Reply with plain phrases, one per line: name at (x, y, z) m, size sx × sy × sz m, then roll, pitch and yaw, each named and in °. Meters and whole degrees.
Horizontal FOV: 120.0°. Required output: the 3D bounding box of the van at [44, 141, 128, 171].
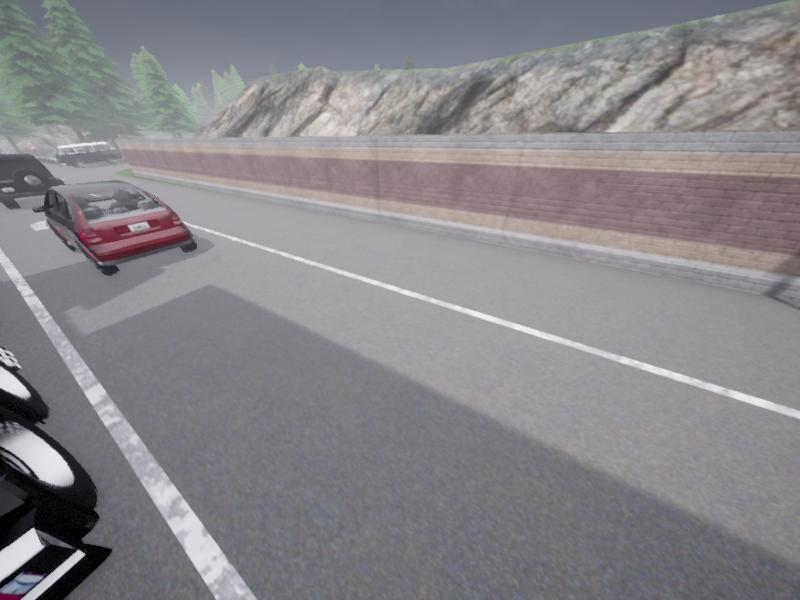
van at (-31.902, -14.879, 23.699) m, size 2.069 × 2.038 × 4.480 m, roll 21°, pitch 44°, yaw 27°

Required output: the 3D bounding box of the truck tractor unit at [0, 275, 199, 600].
truck tractor unit at (-5.129, -0.282, 0.750) m, size 6.516 × 4.208 × 3.053 m, roll 18°, pitch 39°, yaw 23°

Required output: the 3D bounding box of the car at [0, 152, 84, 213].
car at (-16.356, -5.218, 9.986) m, size 3.866 × 1.878 × 1.905 m, roll 18°, pitch 39°, yaw 25°

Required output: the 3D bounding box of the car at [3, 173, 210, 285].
car at (-6.758, -1.895, 5.422) m, size 3.705 × 1.549 × 1.789 m, roll 18°, pitch 39°, yaw 25°
